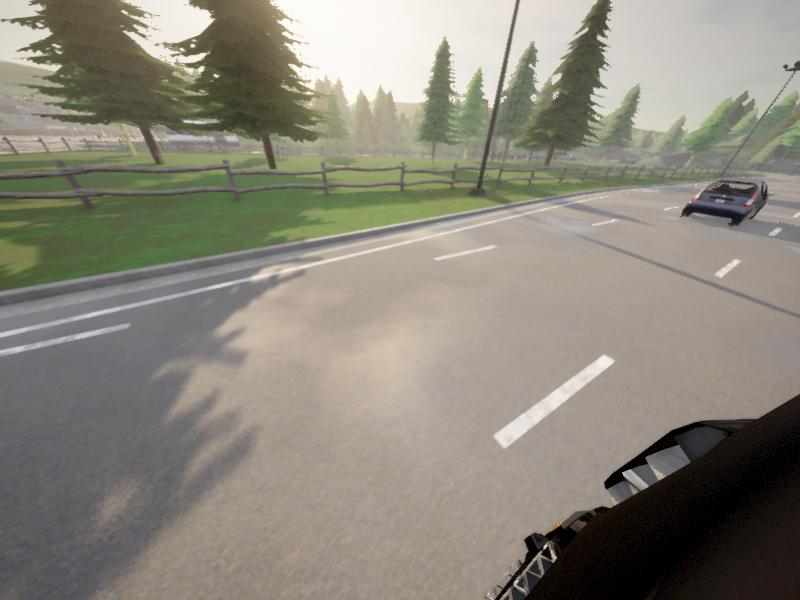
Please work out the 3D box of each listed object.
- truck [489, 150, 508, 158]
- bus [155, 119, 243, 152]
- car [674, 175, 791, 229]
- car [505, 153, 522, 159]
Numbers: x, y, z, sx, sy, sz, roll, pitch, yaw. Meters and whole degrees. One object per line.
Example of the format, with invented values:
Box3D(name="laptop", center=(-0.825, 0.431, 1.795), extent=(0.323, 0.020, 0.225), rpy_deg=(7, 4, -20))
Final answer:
Box3D(name="truck", center=(35.160, -51.910, 82.204), extent=(6.274, 2.098, 2.390), rpy_deg=(-16, 38, -26))
Box3D(name="bus", center=(-34.150, -28.447, 40.232), extent=(10.273, 4.253, 3.944), rpy_deg=(-17, 39, -25))
Box3D(name="car", center=(14.474, -4.414, 10.107), extent=(3.988, 1.617, 1.851), rpy_deg=(-16, 38, -26))
Box3D(name="car", center=(37.759, -47.982, 76.926), extent=(5.238, 1.638, 1.930), rpy_deg=(-16, 38, -26))
